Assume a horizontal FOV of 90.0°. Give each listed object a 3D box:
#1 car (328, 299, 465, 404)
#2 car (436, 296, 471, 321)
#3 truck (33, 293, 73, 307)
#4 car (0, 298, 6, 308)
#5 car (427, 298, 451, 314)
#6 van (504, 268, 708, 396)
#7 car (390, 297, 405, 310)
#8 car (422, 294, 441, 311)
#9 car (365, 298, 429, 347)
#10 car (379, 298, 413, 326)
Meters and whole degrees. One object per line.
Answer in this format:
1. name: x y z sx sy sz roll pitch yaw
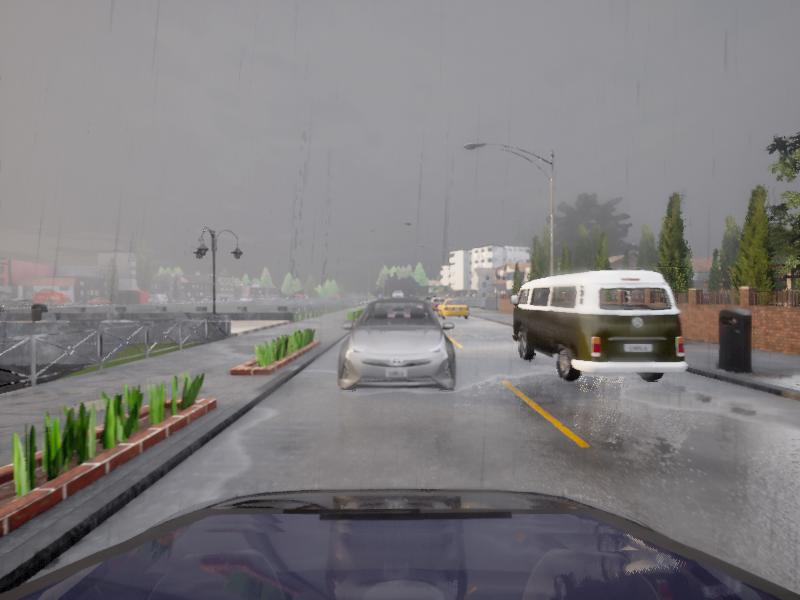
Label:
1. car: -0.024 0.749 8.117 2.007 1.525 4.514 0 0 1
2. car: 3.776 0.554 28.951 1.801 1.575 5.366 0 1 0
3. truck: -62.062 -0.016 71.690 2.627 2.467 5.204 0 0 0
4. car: -62.007 0.519 59.387 2.038 1.542 4.974 0 0 0
5. car: 3.730 0.528 38.752 1.970 1.475 3.806 0 0 0
6. van: 3.850 0.479 8.599 2.069 2.038 4.480 0 1 0
7. car: -0.263 0.407 52.203 1.882 1.535 5.008 0 1 0
8. car: 3.738 0.253 48.652 1.932 1.855 4.605 0 1 0
9. car: -0.075 0.696 14.941 2.007 1.525 4.514 0 0 0
10. car: -0.217 0.657 23.518 1.816 1.474 4.193 0 0 -1
